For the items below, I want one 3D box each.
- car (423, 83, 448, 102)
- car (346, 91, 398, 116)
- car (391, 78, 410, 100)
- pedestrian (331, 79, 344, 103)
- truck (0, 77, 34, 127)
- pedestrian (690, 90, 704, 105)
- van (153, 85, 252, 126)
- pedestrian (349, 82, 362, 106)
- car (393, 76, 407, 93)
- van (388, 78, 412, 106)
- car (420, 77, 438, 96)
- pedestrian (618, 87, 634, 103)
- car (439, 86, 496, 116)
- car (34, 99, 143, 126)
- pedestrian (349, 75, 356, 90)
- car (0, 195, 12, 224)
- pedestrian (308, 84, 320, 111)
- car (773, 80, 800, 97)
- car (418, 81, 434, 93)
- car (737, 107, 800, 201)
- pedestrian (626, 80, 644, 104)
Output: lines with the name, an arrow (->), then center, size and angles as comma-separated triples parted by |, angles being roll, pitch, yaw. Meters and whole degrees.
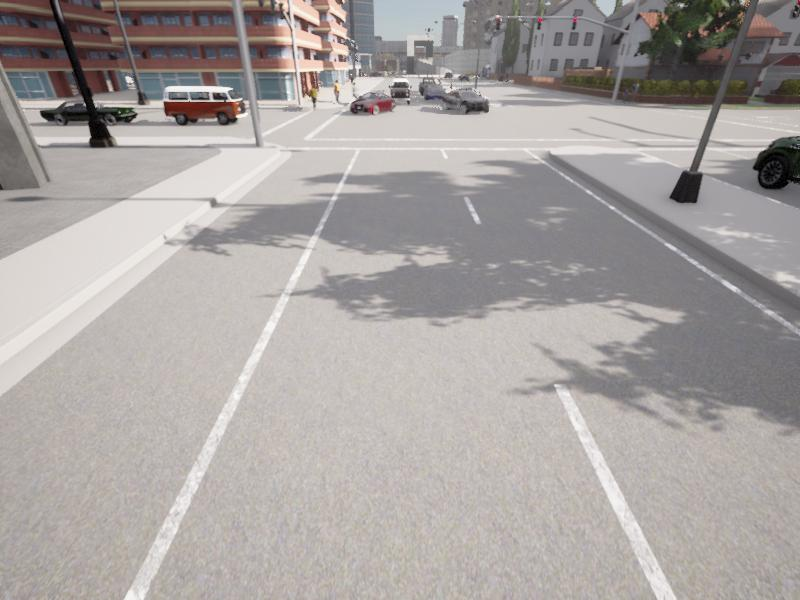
car -> 3.533, -21.152, 40.777 | 2.163, 1.488, 4.792 | 0, 30, 0
car -> -1.977, -14.722, 29.875 | 1.994, 1.385, 4.181 | 15, 33, 24
car -> 0.033, -23.012, 43.567 | 1.932, 1.855, 4.605 | 0, 30, 0
pedestrian -> -5.743, -19.132, 36.589 | 0.751, 1.860, 0.751 | 26, 39, 37
truck -> -25.826, -11.687, 23.583 | 5.204, 2.467, 2.627 | 0, 30, -1
pedestrian -> 25.498, -17.383, 34.365 | 0.500, 1.100, 0.500 | 0, 30, -1
van -> -11.597, -11.591, 23.846 | 4.480, 2.038, 2.069 | -1, 30, -1
pedestrian -> -3.889, -18.173, 35.250 | 0.751, 1.860, 0.751 | -26, 39, -37
car -> 0.033, -29.779, 55.146 | 1.932, 1.855, 4.605 | 1, 31, 1
van -> 0.027, -19.404, 37.227 | 2.069, 2.038, 4.480 | 0, 30, 0
car -> 3.533, -26.065, 48.783 | 1.905, 1.878, 3.866 | 0, 30, 0
pedestrian -> 20.286, -18.417, 35.934 | 0.751, 1.300, 0.751 | 1, 30, 2
car -> 4.913, -15.056, 30.176 | 1.930, 1.638, 5.238 | -11, 32, -16
car -> -18.522, -11.237, 23.978 | 4.718, 1.301, 1.895 | 0, 30, -1
pedestrian -> -6.755, -31.122, 57.124 | 0.751, 1.860, 0.751 | 7, 31, 12
car -> -9.703, -1.348, 6.436 | 2.242, 1.667, 4.611 | 0, 30, 0
pedestrian -> -6.731, -15.887, 31.334 | 0.751, 1.860, 0.751 | -4, 31, -7
car -> 41.453, -21.919, 41.419 | 1.970, 1.475, 3.806 | 0, 30, 0
car -> 3.538, -29.122, 54.609 | 1.895, 1.301, 4.718 | 0, 30, 0
car -> 11.511, -3.199, 9.468 | 2.150, 2.045, 5.566 | 0, 30, 0
pedestrian -> 20.456, -18.129, 34.880 | 0.751, 1.860, 0.751 | 5, 31, 8
